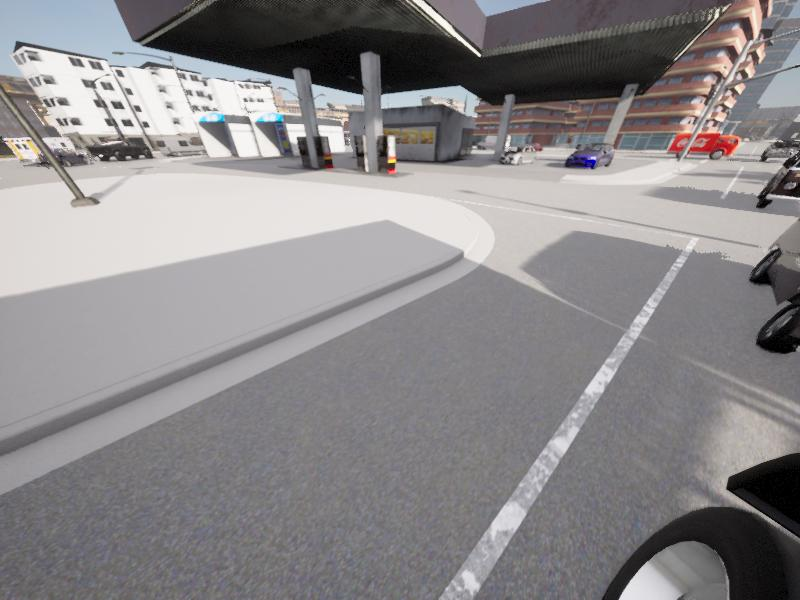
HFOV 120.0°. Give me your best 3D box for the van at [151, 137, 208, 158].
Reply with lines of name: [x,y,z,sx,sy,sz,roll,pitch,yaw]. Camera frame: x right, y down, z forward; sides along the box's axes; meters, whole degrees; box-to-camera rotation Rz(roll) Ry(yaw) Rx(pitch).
van: [-34.222,-24.031,36.227,1.988,2.561,5.915,7,36,11]

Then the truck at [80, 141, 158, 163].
truck: [-35.440,-19.070,29.574,2.390,2.098,6.274,-2,35,-2]

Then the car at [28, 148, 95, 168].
car: [-34.530,-14.651,23.779,1.845,1.501,3.633,-9,36,-12]

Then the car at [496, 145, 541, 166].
car: [11.338,-13.853,22.103,3.806,1.475,1.970,-24,42,-30]

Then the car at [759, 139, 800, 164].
car: [37.233,-14.438,22.402,4.605,1.855,1.932,-24,42,-30]

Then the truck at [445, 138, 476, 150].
truck: [13.458,-34.981,51.655,2.390,2.098,6.274,-25,42,-31]

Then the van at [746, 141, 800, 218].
van: [14.802,-4.335,8.148,4.480,2.038,2.069,-24,42,-30]

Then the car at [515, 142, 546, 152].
car: [23.502,-27.556,41.631,1.994,1.385,4.181,-25,42,-30]

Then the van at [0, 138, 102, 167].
van: [-38.671,-16.760,26.040,2.351,2.431,6.366,-6,35,-7]

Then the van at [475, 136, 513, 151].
van: [18.628,-31.450,46.296,2.351,2.431,6.366,-25,42,-31]

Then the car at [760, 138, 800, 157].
car: [47.815,-19.232,29.105,4.605,1.855,1.932,-24,41,-30]

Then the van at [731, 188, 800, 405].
van: [6.123,-0.336,2.571,4.480,2.038,2.069,-26,43,-32]

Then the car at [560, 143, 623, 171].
car: [15.468,-11.667,18.673,4.611,1.667,2.242,-24,42,-30]

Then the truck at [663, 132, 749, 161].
truck: [34.264,-17.441,26.182,2.627,2.467,5.204,-29,44,-34]
